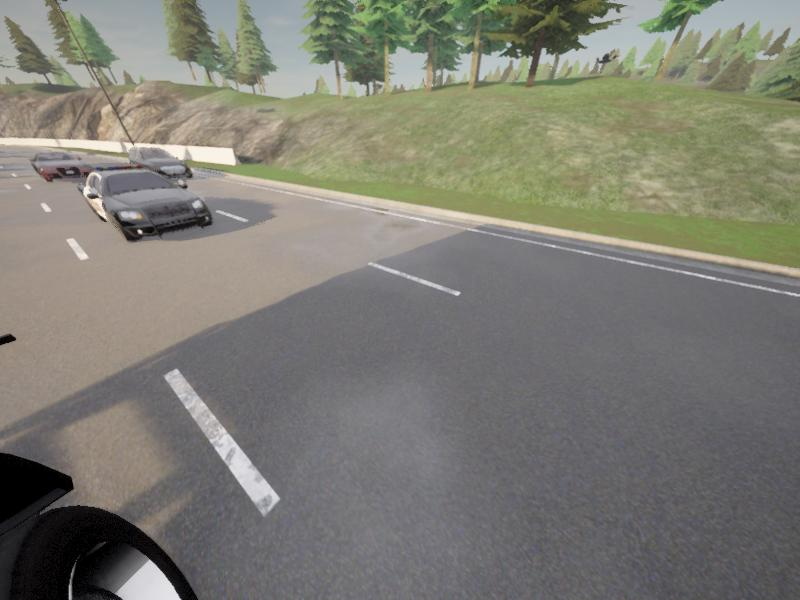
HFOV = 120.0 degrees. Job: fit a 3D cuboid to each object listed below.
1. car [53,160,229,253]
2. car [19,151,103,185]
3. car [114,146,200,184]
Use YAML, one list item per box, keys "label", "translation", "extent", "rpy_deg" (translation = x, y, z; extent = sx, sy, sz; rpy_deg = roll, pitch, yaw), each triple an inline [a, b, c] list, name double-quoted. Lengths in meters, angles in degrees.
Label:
- label: "car"
  translation: [-7.597, -3.016, 6.766]
  extent: [4.974, 1.542, 2.038]
  rpy_deg: [22, 40, 28]
- label: "car"
  translation: [-20.120, -7.941, 13.713]
  extent: [4.181, 1.385, 1.994]
  rpy_deg: [21, 40, 27]
- label: "car"
  translation: [-15.056, -8.482, 14.329]
  extent: [4.856, 1.649, 2.033]
  rpy_deg: [22, 40, 27]
